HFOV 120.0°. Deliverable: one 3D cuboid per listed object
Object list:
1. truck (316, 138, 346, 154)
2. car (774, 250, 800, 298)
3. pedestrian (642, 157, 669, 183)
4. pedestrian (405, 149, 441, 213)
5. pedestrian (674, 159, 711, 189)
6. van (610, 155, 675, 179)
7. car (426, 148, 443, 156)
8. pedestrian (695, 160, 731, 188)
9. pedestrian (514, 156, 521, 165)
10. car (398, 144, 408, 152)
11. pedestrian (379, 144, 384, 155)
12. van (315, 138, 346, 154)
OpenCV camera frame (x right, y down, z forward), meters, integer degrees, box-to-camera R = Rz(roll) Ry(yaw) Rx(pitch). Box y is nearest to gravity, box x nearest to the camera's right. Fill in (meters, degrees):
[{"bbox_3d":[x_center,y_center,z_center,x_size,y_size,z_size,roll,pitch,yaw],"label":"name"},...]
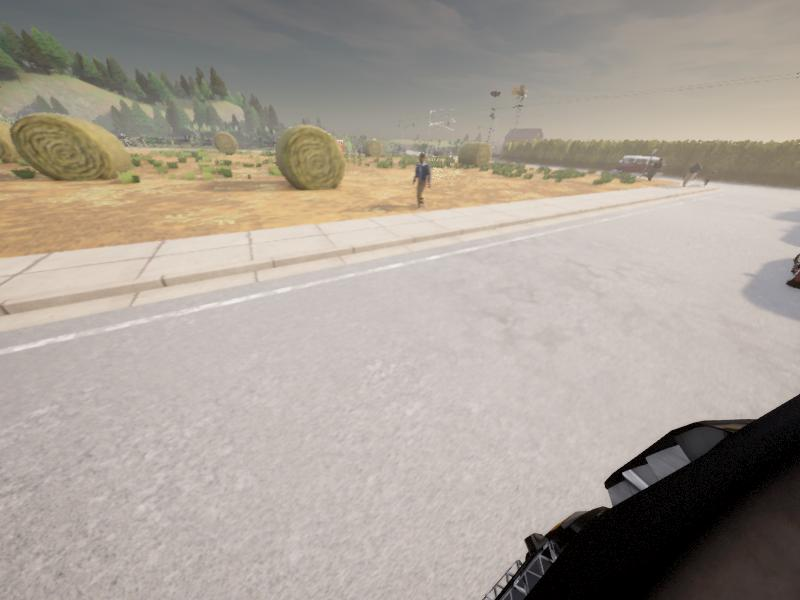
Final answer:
[{"bbox_3d":[-13.953,-31.187,46.932,5.204,2.467,2.627,-14,37,-23],"label":"truck"},{"bbox_3d":[9.809,-0.809,4.456,4.181,1.385,1.994,-17,39,-26],"label":"car"},{"bbox_3d":[21.859,-11.142,19.789,0.751,1.860,0.751,-23,42,-33],"label":"pedestrian"},{"bbox_3d":[0.757,-4.120,8.022,0.751,1.860,0.751,-27,44,-36],"label":"pedestrian"},{"bbox_3d":[21.504,-9.300,17.037,0.751,1.860,0.751,-15,38,-23],"label":"pedestrian"},{"bbox_3d":[28.515,-15.855,27.405,2.069,2.038,4.480,-16,38,-25],"label":"van"},{"bbox_3d":[9.297,-40.386,62.957,2.038,1.542,4.974,-13,38,-22],"label":"car"},{"bbox_3d":[24.504,-9.886,18.098,0.751,1.860,0.751,-15,38,-25],"label":"pedestrian"},{"bbox_3d":[17.879,-21.128,35.058,0.500,1.100,0.500,-17,39,-26],"label":"pedestrian"},{"bbox_3d":[0.908,-46.575,70.817,1.789,1.549,3.705,-12,40,-21],"label":"car"},{"bbox_3d":[-3.719,-30.549,46.882,0.751,1.860,0.751,-22,41,-31],"label":"pedestrian"},{"bbox_3d":[-14.873,-33.179,49.767,5.915,2.561,1.988,-14,37,-23],"label":"van"}]
